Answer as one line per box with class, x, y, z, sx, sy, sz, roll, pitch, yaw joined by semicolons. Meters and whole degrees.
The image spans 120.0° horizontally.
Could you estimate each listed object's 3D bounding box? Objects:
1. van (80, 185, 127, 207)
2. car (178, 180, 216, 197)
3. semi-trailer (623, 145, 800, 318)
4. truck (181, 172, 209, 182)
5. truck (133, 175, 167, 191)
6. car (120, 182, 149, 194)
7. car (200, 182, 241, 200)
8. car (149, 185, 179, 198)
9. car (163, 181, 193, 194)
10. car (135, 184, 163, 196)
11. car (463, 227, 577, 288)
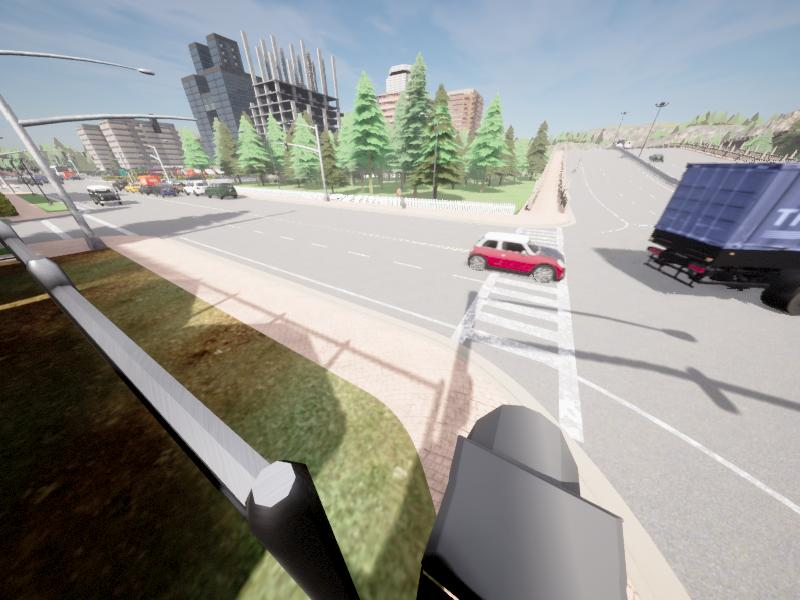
van;-35.133;-12.382;27.412;4.480;2.038;2.069;17;34;27
car;-31.949;-17.567;36.387;5.566;2.045;2.150;17;34;27
semi-trailer;16.238;-1.701;6.515;14.254;4.402;2.717;5;31;8
truck;-62.560;-37.542;70.571;2.627;2.467;5.204;16;33;26
truck;-49.132;-23.022;45.411;5.204;2.467;2.627;17;34;27
car;-47.118;-19.966;41.007;5.366;1.575;1.801;17;34;27
car;-25.721;-15.660;33.083;5.566;2.045;2.150;17;34;27
car;-35.779;-16.477;34.990;3.705;1.549;1.789;17;34;27
car;-38.129;-19.391;39.713;4.605;1.855;1.932;17;34;27
car;-41.167;-18.094;37.870;4.193;1.474;1.816;17;34;27
car;4.971;-1.981;9.960;3.806;1.475;1.970;15;33;24
